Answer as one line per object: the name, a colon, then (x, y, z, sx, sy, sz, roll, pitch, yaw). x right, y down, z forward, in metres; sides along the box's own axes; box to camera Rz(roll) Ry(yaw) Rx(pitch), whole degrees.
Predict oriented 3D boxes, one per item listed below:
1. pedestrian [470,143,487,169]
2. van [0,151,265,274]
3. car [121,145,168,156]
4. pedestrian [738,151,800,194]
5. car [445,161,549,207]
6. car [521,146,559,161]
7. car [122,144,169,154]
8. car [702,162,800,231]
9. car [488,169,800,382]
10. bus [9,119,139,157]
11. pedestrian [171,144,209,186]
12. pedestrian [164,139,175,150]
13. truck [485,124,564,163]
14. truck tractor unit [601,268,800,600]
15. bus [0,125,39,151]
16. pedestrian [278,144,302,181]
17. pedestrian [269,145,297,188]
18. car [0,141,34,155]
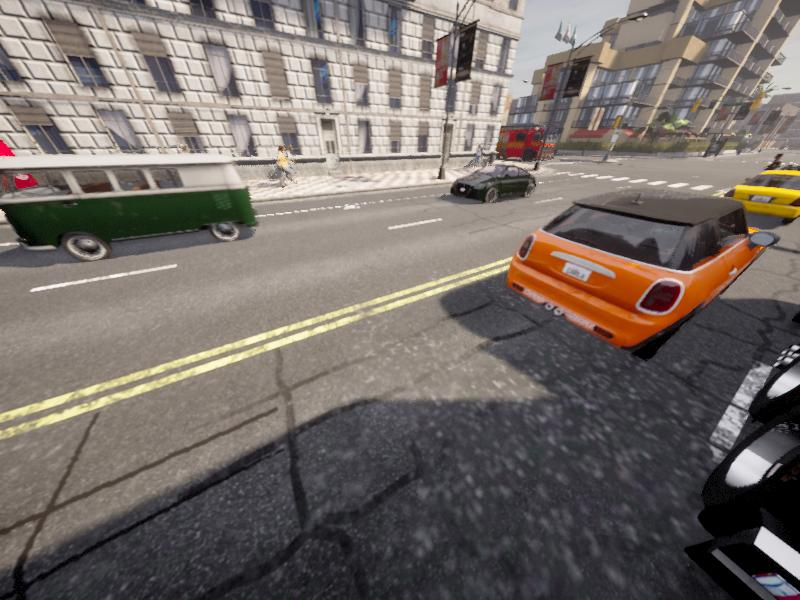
pedestrian: (6.840, -12.507, 20.093, 0.751, 1.860, 0.751, -17, 38, -23)
van: (-6.126, -2.368, 5.616, 4.442, 1.987, 1.775, -17, 38, -23)
car: (-40.945, -24.095, 37.154, 4.718, 1.301, 1.895, -18, 39, -24)
pedestrian: (19.157, -6.643, 12.034, 0.751, 1.860, 0.751, -11, 36, -15)
car: (4.443, -5.494, 10.736, 4.181, 1.385, 1.994, -18, 39, -24)
car: (19.425, -20.518, 32.240, 1.851, 1.617, 3.988, -18, 39, -25)
car: (-45.546, -27.231, 41.537, 5.357, 1.411, 2.033, -18, 39, -24)
car: (13.835, -4.003, 8.485, 5.366, 1.575, 1.801, -18, 39, -25)
car: (4.079, -0.945, 3.823, 4.553, 1.767, 2.097, -18, 39, -24)
bus: (-49.163, -24.992, 35.790, 10.273, 4.253, 3.944, -18, 39, -24)
pedestrian: (-10.969, -7.082, 12.150, 0.751, 1.860, 0.751, -18, 39, -24)
pedestrian: (-50.097, -33.789, 50.206, 0.751, 1.860, 0.751, -12, 37, -18)
truck: (15.918, -20.842, 30.734, 2.891, 3.827, 8.468, -18, 39, -24)
truck tractor unit: (5.115, -0.298, 0.767, 6.516, 4.208, 3.053, -18, 39, -24)
bus: (-83.099, -33.773, 48.119, 3.944, 4.253, 10.273, -18, 39, -24)
pedestrian: (-6.635, -8.330, 13.980, 0.751, 1.860, 0.751, -20, 39, -26)
pedestrian: (-6.005, -6.888, 11.912, 0.751, 1.860, 0.751, -20, 40, -27)
car: (-63.211, -24.315, 36.856, 4.553, 1.767, 2.097, -8, 36, -12)
